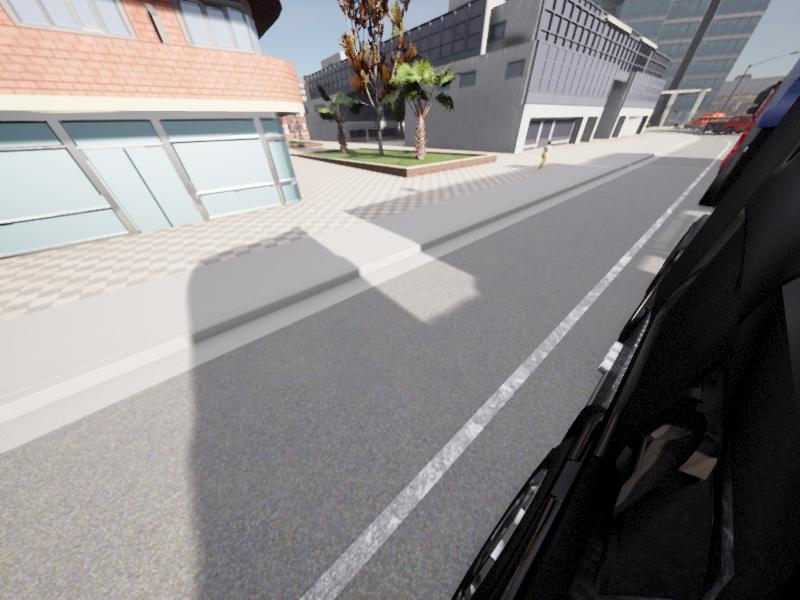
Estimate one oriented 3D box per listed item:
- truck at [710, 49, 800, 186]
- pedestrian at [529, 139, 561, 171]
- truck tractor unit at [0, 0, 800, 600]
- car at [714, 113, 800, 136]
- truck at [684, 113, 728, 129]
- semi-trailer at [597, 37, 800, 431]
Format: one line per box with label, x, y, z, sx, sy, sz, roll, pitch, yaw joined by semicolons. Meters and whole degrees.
truck;17.378;-7.781;9.928;8.468;3.827;2.891;-28;43;-30
pedestrian;7.401;-7.457;11.845;0.751;1.300;0.751;-22;41;-25
truck tractor unit;2.645;-0.295;0.351;6.516;4.208;3.053;-28;44;-30
car;45.187;-22.344;29.484;2.150;2.045;5.566;-7;37;-6
truck;64.030;-37.409;48.370;5.204;2.467;2.627;-9;37;-9
semi-trailer;8.726;-3.567;4.228;14.254;4.402;2.717;-28;43;-30
